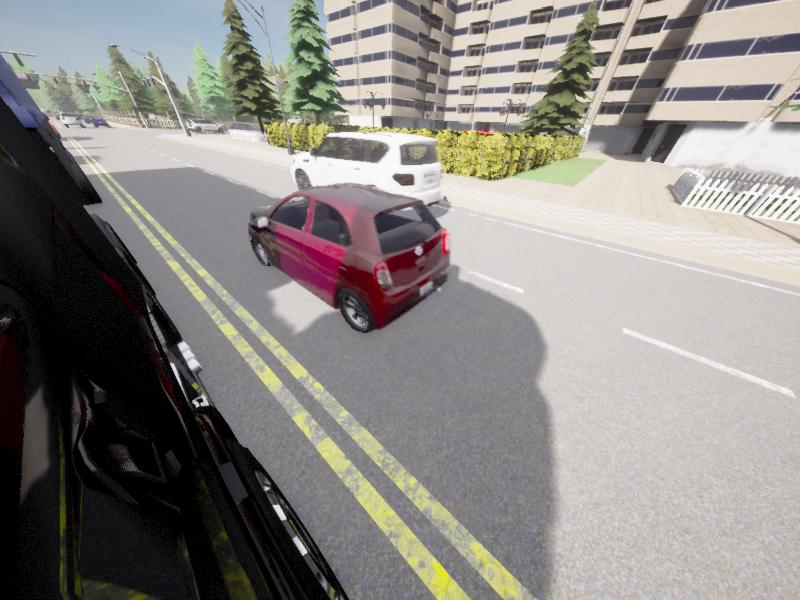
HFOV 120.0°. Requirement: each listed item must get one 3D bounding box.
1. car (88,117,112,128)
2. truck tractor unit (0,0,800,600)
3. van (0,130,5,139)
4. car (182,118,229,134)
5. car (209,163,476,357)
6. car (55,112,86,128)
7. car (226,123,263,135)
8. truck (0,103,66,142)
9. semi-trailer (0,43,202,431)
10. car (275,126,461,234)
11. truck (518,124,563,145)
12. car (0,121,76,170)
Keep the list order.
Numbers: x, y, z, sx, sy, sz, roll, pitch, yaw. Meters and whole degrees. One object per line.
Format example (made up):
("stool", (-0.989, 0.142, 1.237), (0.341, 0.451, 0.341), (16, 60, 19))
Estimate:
("car", (-56.605, -33.500, 43.543), (4.514, 1.525, 2.007), (28, 44, 30))
("truck tractor unit", (-2.645, -0.295, 0.351), (6.516, 4.208, 3.053), (28, 44, 30))
("van", (-37.666, -15.532, 19.985), (6.366, 2.431, 2.351), (28, 44, 30))
("car", (-33.760, -30.339, 40.332), (2.150, 2.045, 5.566), (28, 44, 30))
("car", (-1.035, -1.077, 3.741), (3.633, 1.501, 1.845), (28, 44, 30))
("car", (-57.485, -31.443, 40.307), (5.566, 2.045, 2.150), (28, 44, 30))
("car", (-27.956, -30.884, 41.773), (2.033, 1.649, 4.856), (28, 44, 30))
("truck", (-32.736, -15.651, 20.432), (5.204, 2.467, 2.627), (28, 43, 30))
("semi-trailer", (-8.698, -3.607, 4.225), (14.254, 4.402, 2.717), (28, 44, 30))
("car", (-1.256, -4.144, 7.395), (5.566, 2.045, 2.150), (28, 44, 30))
("truck", (35.176, -41.620, 58.161), (8.468, 3.827, 2.891), (28, 44, 30))
("car", (-18.644, -7.795, 11.486), (4.611, 1.667, 2.242), (28, 44, 30))
